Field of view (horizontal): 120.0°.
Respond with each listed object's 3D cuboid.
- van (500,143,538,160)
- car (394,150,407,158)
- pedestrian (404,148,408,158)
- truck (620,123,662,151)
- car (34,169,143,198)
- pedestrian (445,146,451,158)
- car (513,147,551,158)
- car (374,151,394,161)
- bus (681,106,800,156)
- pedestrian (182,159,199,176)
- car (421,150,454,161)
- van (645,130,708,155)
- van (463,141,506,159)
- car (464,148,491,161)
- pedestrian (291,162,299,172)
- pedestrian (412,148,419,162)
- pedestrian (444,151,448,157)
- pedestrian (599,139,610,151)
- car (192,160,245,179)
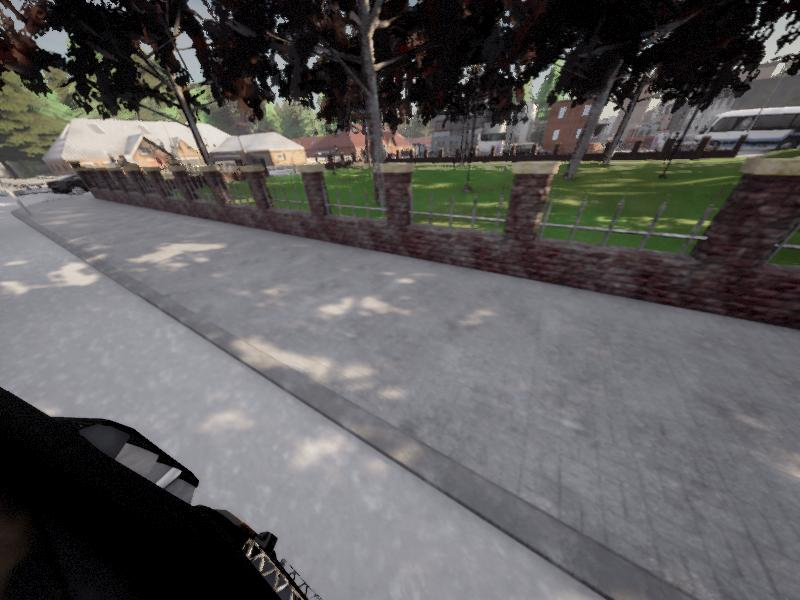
[{"bbox_3d":[17.446,-21.889,34.043,4.442,1.987,1.775,15,37,24],"label":"van"},{"bbox_3d":[0.237,-39.868,62.881,1.851,1.617,3.988,16,38,26],"label":"car"},{"bbox_3d":[1.416,-34.521,54.256,0.751,1.860,0.751,22,41,33],"label":"pedestrian"},{"bbox_3d":[44.393,-30.165,42.927,2.891,3.827,8.468,16,38,26],"label":"truck"},{"bbox_3d":[-25.739,-9.876,19.430,1.882,1.535,5.008,11,36,21],"label":"car"},{"bbox_3d":[9.505,-29.294,45.706,0.751,1.860,0.751,16,38,26],"label":"pedestrian"},{"bbox_3d":[20.712,-23.133,36.313,4.718,1.301,1.895,18,39,28],"label":"car"},{"bbox_3d":[-3.379,-31.861,51.083,1.882,1.535,5.008,16,38,26],"label":"car"},{"bbox_3d":[41.084,-19.207,26.318,10.273,4.253,3.944,22,44,30],"label":"bus"},{"bbox_3d":[-27.639,-17.433,30.473,0.751,1.860,0.751,3,34,8],"label":"pedestrian"},{"bbox_3d":[6.461,-24.982,40.073,5.357,1.411,2.033,17,38,27],"label":"car"},{"bbox_3d":[36.397,-20.907,30.763,2.351,2.431,6.366,9,35,17],"label":"van"},{"bbox_3d":[14.353,-25.641,39.552,6.366,2.431,2.351,16,38,26],"label":"van"},{"bbox_3d":[12.298,-23.218,36.848,3.633,1.501,1.845,15,37,25],"label":"car"},{"bbox_3d":[-13.018,-16.465,28.638,0.500,1.100,0.500,16,38,26],"label":"pedestrian"},{"bbox_3d":[2.448,-22.940,36.619,0.751,1.860,0.751,17,38,27],"label":"pedestrian"},{"bbox_3d":[9.339,-29.419,46.598,0.500,1.100,0.500,16,38,26],"label":"pedestrian"},{"bbox_3d":[37.313,-28.263,42.102,0.751,1.860,0.751,12,36,21],"label":"pedestrian"},{"bbox_3d":[-23.092,-16.786,29.580,2.242,1.667,4.611,16,38,27],"label":"car"}]
